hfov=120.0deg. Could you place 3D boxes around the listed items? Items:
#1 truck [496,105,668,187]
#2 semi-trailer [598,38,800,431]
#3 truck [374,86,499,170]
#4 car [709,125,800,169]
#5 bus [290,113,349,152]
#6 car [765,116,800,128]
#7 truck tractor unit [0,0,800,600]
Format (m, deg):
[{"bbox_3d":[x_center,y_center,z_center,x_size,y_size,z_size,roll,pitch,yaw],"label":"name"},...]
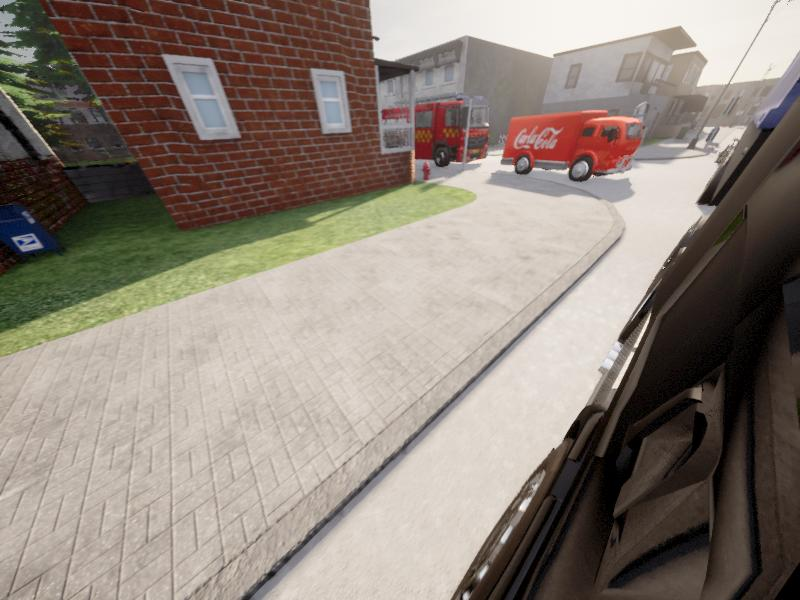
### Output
[{"bbox_3d":[7.763,-7.217,10.818,2.627,2.467,5.204,-21,40,-23],"label":"truck"},{"bbox_3d":[8.691,-3.605,4.242,14.254,4.402,2.717,-28,43,-30],"label":"semi-trailer"},{"bbox_3d":[1.977,-11.985,16.472,2.891,3.827,8.468,-28,44,-30],"label":"truck"},{"bbox_3d":[18.519,-7.923,11.823,4.514,1.525,2.007,-23,41,-25],"label":"car"},{"bbox_3d":[-12.460,-25.538,35.345,3.944,4.253,10.273,-28,43,-30],"label":"bus"},{"bbox_3d":[64.571,-29.734,38.518,1.812,1.442,4.674,12,39,19],"label":"car"},{"bbox_3d":[2.645,-0.295,0.351,6.516,4.208,3.053,-28,44,-30],"label":"truck tractor unit"}]
